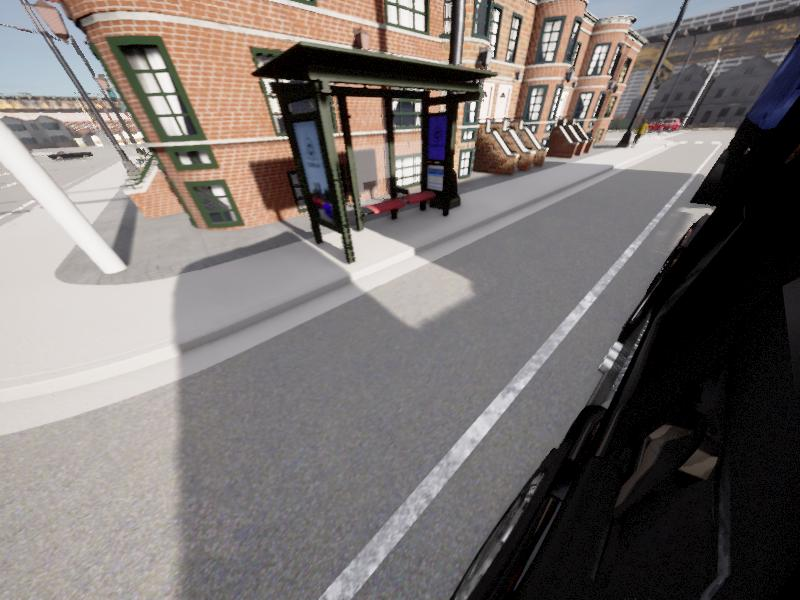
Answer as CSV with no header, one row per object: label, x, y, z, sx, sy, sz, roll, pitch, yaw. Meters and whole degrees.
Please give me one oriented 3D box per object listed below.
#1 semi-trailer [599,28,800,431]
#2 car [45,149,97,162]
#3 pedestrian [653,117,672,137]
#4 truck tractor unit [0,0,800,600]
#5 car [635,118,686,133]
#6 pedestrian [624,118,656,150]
semi-trailer,8.624,-3.662,4.289,14.254,4.402,2.717,-29,44,-30
car,-54.041,-23.890,38.051,4.718,1.301,1.895,-29,44,-31
pedestrian,31.731,-20.917,27.967,0.751,1.860,0.751,29,47,36
truck tractor unit,2.645,-0.295,0.351,6.516,4.208,3.053,-28,44,-30
car,39.566,-26.530,35.161,2.242,1.667,4.611,-28,44,-30
pedestrian,17.463,-12.089,16.838,0.751,1.860,0.751,-26,42,-27
